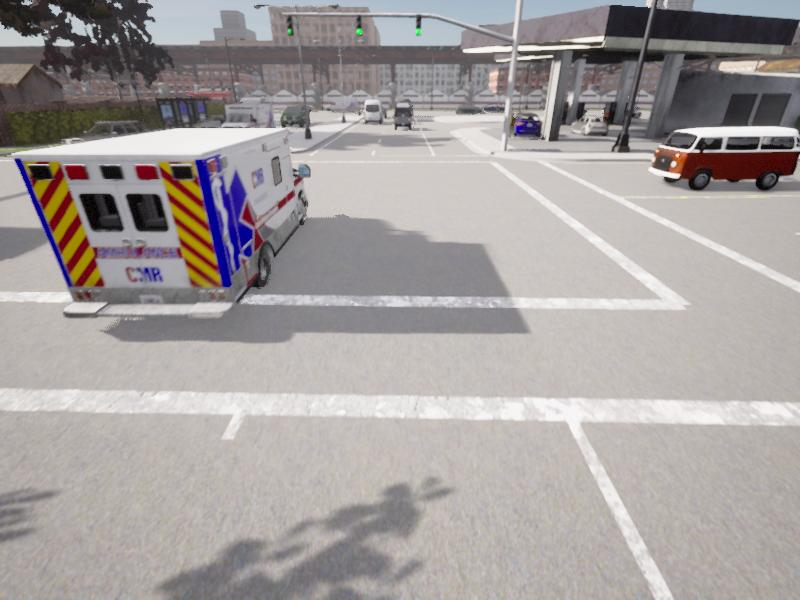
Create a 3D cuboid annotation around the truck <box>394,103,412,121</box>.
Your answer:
[{"bbox_3d":[0.421,-25.831,54.846,2.390,2.098,6.274,0,27,0],"label":"truck"}]

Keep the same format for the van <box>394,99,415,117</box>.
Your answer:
[{"bbox_3d":[0.750,-30.708,63.849,1.988,2.561,5.915,7,28,13],"label":"van"}]

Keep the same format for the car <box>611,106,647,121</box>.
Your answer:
[{"bbox_3d":[31.819,-25.985,55.614,5.238,1.638,1.930,-19,33,-32],"label":"car"}]

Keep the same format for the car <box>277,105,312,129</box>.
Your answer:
[{"bbox_3d":[-11.167,-19.659,42.839,2.150,2.045,5.566,0,28,0],"label":"car"}]

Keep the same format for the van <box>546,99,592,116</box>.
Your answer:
[{"bbox_3d":[28.152,-32.200,66.892,6.366,2.431,2.351,0,27,1],"label":"van"}]

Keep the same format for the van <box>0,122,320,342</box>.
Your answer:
[{"bbox_3d":[-3.427,-1.951,7.816,2.351,2.431,6.366,0,27,0],"label":"van"}]

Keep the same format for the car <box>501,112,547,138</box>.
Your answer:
[{"bbox_3d":[9.967,-14.323,32.555,2.242,1.667,4.611,0,27,1],"label":"car"}]

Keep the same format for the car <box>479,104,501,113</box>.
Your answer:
[{"bbox_3d":[17.174,-36.644,76.544,3.705,1.549,1.789,0,27,1],"label":"car"}]

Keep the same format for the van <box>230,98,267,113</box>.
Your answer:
[{"bbox_3d":[-29.017,-37.294,76.756,5.915,2.561,1.988,0,27,1],"label":"van"}]

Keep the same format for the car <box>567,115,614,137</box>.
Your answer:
[{"bbox_3d":[15.717,-14.513,33.272,1.970,1.475,3.806,0,27,1],"label":"car"}]

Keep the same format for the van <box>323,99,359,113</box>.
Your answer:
[{"bbox_3d":[-11.163,-37.152,76.617,6.366,2.431,2.351,0,27,1],"label":"van"}]

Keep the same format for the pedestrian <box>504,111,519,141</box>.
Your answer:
[{"bbox_3d":[7.796,-12.174,28.022,0.751,1.860,0.751,3,27,6],"label":"pedestrian"}]

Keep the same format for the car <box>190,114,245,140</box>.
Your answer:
[{"bbox_3d":[-14.741,-14.237,32.727,2.152,1.651,5.027,0,27,0],"label":"car"}]

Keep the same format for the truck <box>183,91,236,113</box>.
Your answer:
[{"bbox_3d":[-37.813,-39.487,79.670,8.468,3.827,2.891,0,27,0],"label":"truck"}]

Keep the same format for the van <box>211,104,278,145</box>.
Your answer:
[{"bbox_3d":[-11.265,-13.153,29.719,2.351,2.431,6.366,0,27,0],"label":"van"}]

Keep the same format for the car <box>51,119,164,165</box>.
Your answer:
[{"bbox_3d":[-15.199,-8.493,21.224,1.932,1.855,4.605,5,27,7],"label":"car"}]

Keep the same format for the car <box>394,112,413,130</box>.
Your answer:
[{"bbox_3d":[0.315,-18.104,40.370,1.845,1.501,3.633,0,27,0],"label":"car"}]

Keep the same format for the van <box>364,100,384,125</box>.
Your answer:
[{"bbox_3d":[-3.119,-22.834,48.511,1.988,2.561,5.915,0,27,0],"label":"van"}]

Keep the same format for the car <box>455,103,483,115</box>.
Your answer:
[{"bbox_3d":[12.102,-33.575,70.310,4.553,1.767,2.097,0,27,1],"label":"car"}]

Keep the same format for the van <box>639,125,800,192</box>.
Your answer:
[{"bbox_3d":[11.740,-5.179,14.531,4.480,2.038,2.069,-1,27,-1],"label":"van"}]
